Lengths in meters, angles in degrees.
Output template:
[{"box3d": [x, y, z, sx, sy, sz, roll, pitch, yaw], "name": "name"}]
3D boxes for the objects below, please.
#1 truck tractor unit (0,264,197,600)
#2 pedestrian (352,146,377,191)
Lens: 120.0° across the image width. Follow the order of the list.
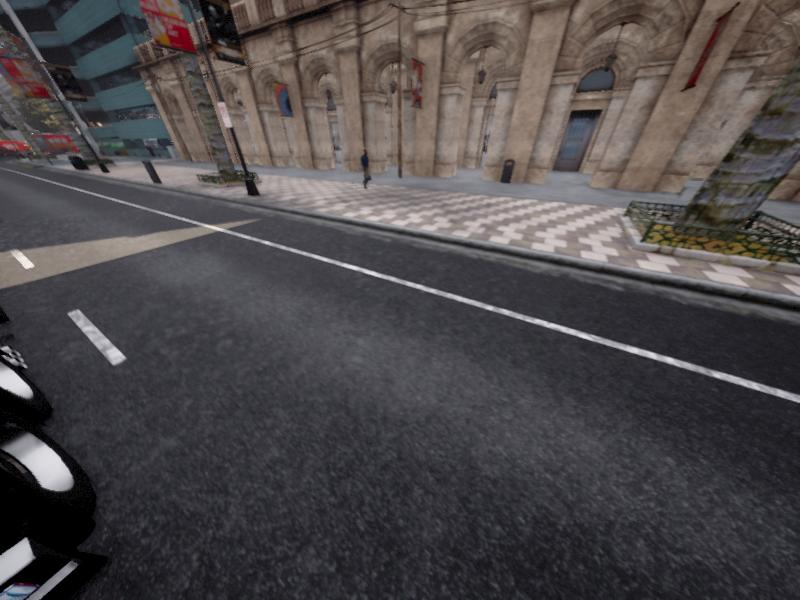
[{"box3d": [-5.111, -0.302, 0.786, 6.516, 4.208, 3.053, 18, 39, 24], "name": "truck tractor unit"}, {"box3d": [-1.715, -6.471, 11.398, 0.751, 1.860, 0.751, 17, 39, 24], "name": "pedestrian"}]
